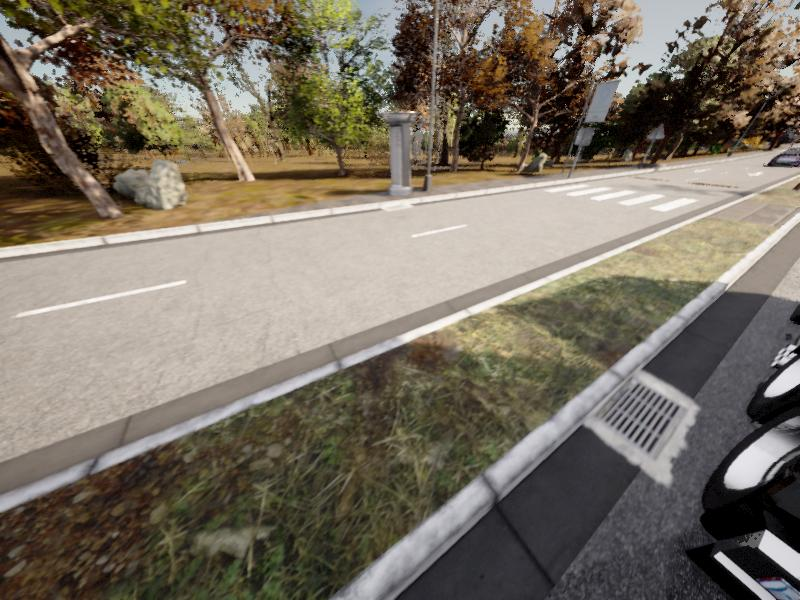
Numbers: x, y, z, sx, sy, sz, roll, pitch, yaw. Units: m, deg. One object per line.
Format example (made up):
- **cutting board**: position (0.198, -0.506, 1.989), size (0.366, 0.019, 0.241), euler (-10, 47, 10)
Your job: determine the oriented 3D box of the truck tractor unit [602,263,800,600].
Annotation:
- **truck tractor unit**: position (5.112, -0.300, 0.785), size (6.516, 4.208, 3.053), euler (-18, 39, -24)
